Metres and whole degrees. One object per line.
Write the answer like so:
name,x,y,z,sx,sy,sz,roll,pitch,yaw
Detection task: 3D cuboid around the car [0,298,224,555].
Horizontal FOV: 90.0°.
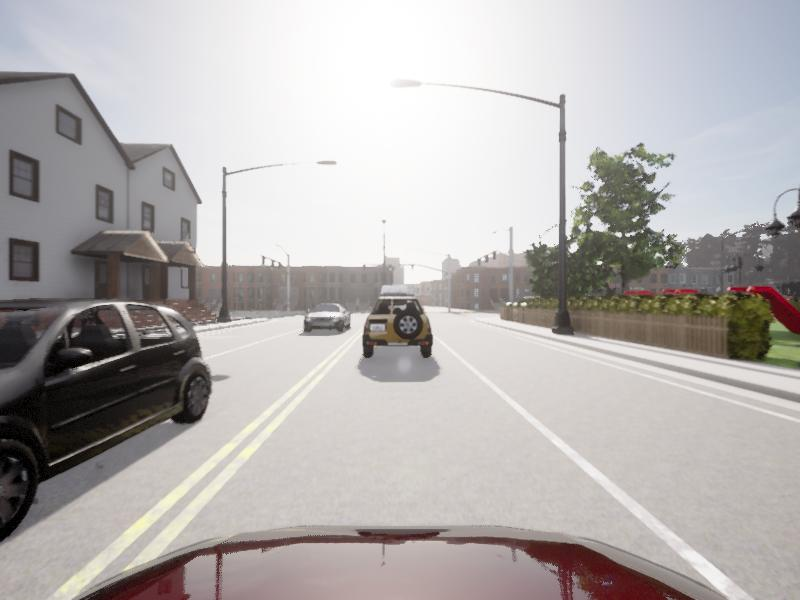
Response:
car,-3.459,0.797,3.819,1.851,1.617,3.988,0,0,-1

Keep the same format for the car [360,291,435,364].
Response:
car,-0.102,0.684,12.581,1.932,1.855,4.605,0,0,-1

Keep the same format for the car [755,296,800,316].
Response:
car,41.450,0.660,42.471,5.566,2.045,2.150,1,0,-2

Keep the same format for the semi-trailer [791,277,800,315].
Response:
semi-trailer,53.848,-0.512,46.516,14.254,4.402,2.717,0,0,-1

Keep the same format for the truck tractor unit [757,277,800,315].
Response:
truck tractor unit,45.941,-0.419,46.321,6.516,4.208,3.053,0,0,-2

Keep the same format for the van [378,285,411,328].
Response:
van,-0.312,0.384,27.012,1.988,2.561,5.915,0,0,0

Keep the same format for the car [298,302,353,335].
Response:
car,-3.748,0.874,21.103,2.038,1.542,4.974,0,0,-1
